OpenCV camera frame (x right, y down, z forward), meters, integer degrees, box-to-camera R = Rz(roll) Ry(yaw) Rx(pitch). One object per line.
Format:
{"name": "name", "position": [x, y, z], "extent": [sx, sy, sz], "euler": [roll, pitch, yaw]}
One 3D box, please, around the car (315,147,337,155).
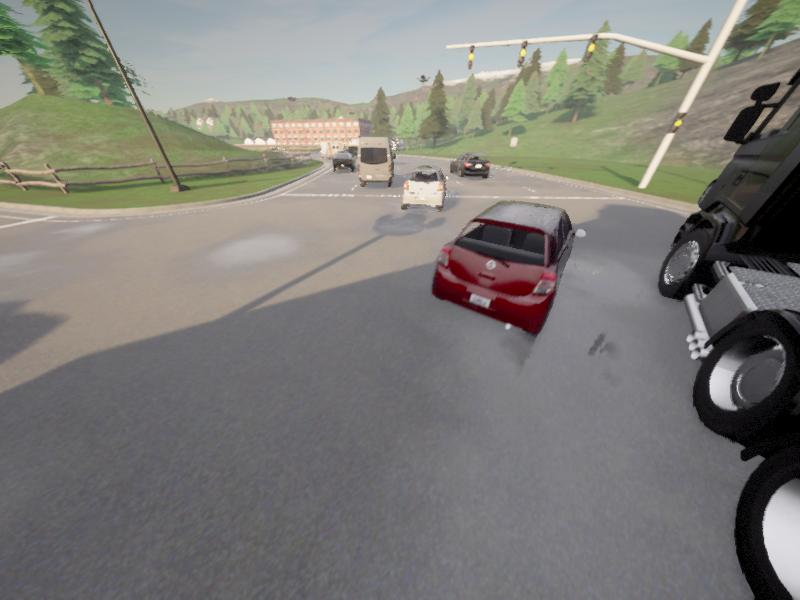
{"name": "car", "position": [-17.605, -35.621, 55.015], "extent": [4.902, 1.511, 2.128], "euler": [20, 39, 27]}

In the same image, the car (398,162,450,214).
{"name": "car", "position": [1.174, -5.081, 10.195], "extent": [1.845, 1.501, 3.633], "euler": [6, 35, 8]}

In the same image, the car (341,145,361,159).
{"name": "car", "position": [-8.381, -25.134, 39.286], "extent": [1.905, 1.878, 3.866], "euler": [-19, 39, -27]}

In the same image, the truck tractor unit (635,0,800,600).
{"name": "truck tractor unit", "position": [4.622, -0.618, 1.250], "extent": [3.053, 4.208, 6.516], "euler": [24, 41, 30]}

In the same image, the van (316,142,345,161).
{"name": "van", "position": [-11.324, -24.238, 37.504], "extent": [2.351, 2.431, 6.366], "euler": [-18, 38, -25]}

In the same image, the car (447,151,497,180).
{"name": "car", "position": [5.638, -11.102, 18.884], "extent": [2.242, 1.667, 4.611], "euler": [-2, 35, -4]}

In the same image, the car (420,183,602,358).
{"name": "car", "position": [2.156, -1.008, 4.222], "extent": [1.845, 1.501, 3.633], "euler": [23, 41, 29]}

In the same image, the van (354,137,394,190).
{"name": "van", "position": [-1.459, -9.376, 15.600], "extent": [1.988, 2.561, 5.915], "euler": [0, 34, 0]}

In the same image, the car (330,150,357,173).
{"name": "car", "position": [-5.487, -13.850, 22.962], "extent": [1.930, 1.638, 5.238], "euler": [-3, 35, -5]}
